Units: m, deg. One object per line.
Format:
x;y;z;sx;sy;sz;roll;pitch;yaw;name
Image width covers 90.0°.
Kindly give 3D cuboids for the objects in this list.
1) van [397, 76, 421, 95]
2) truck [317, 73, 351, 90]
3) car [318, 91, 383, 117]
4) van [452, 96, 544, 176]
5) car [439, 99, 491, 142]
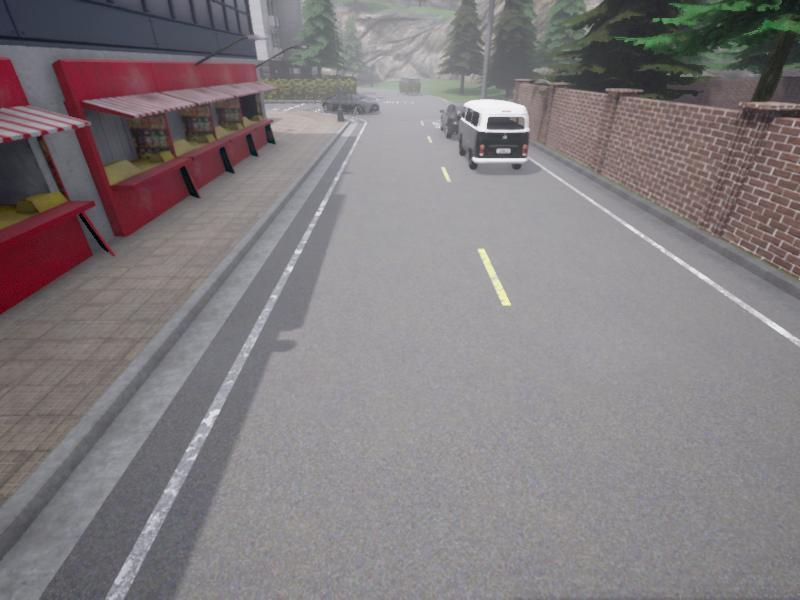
1.120;-27.272;50.859;1.775;1.987;4.442;-8;31;-14;van
-10.622;-35.052;64.089;2.390;2.098;6.274;-21;36;-32;truck
-3.563;-14.315;29.157;4.181;1.385;1.994;14;32;21;car
3.232;-6.003;14.316;2.069;2.038;4.480;0;30;0;van
3.173;-9.289;20.496;1.837;1.490;4.892;0;30;0;car
